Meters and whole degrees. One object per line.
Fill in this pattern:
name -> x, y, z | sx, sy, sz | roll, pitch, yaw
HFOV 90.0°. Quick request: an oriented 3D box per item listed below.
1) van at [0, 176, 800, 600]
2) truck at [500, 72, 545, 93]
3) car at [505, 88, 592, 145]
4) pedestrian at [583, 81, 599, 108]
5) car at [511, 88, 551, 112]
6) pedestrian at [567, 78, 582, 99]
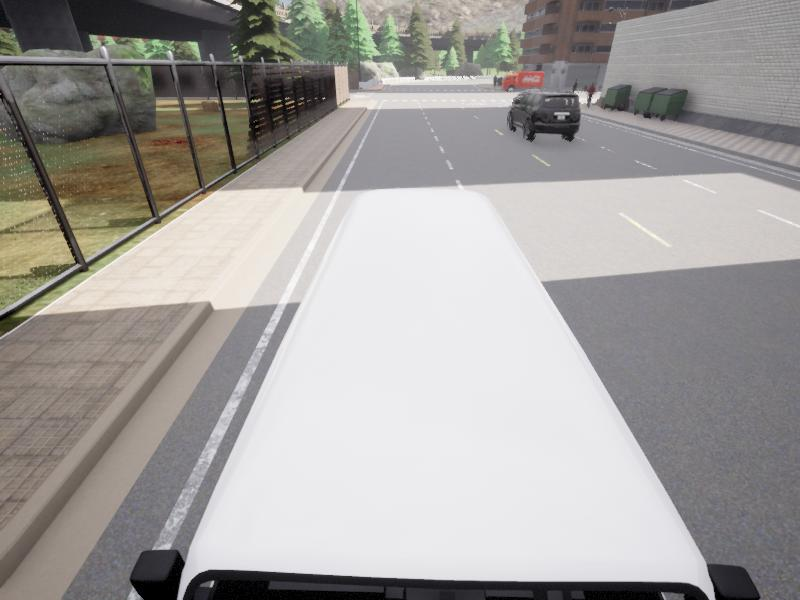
van -> 0.170, 0.629, 2.939 | 2.069, 2.038, 4.480 | 1, 29, 1
truck -> 16.546, -29.525, 54.241 | 5.204, 2.467, 2.627 | 3, 30, 6
car -> 7.021, -9.210, 19.760 | 2.150, 2.045, 5.566 | 0, 30, 0
pedestrian -> 15.212, -16.395, 31.903 | 0.751, 1.860, 0.751 | 10, 32, 16
car -> 10.521, -16.244, 32.377 | 1.816, 1.474, 4.193 | 0, 30, 0
pedestrian -> 17.812, -21.548, 40.838 | 0.751, 1.860, 0.751 | -4, 30, -6
